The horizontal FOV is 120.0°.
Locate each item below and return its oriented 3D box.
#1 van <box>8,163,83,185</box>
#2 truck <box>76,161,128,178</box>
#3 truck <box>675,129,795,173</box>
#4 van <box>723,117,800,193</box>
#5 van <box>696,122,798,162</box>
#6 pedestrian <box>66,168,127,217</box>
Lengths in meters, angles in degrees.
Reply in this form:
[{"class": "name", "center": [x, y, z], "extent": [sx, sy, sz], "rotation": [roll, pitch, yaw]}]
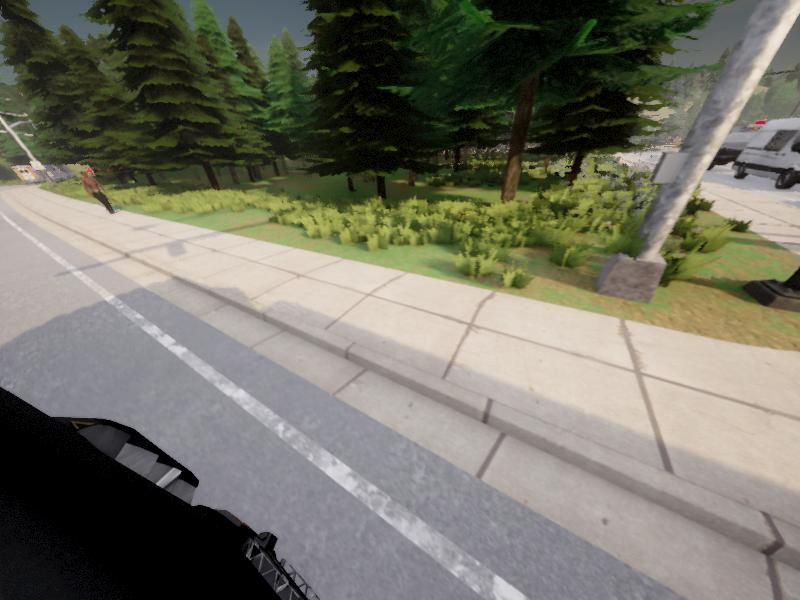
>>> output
[{"class": "van", "center": [-55.516, -19.985, 36.553], "extent": [2.351, 2.431, 6.366], "rotation": [-7, 34, -6]}, {"class": "truck", "center": [-58.586, -25.836, 45.627], "extent": [2.627, 2.467, 5.204], "rotation": [5, 34, 12]}, {"class": "truck", "center": [22.188, -10.297, 15.895], "extent": [2.390, 2.098, 6.274], "rotation": [17, 38, 27]}, {"class": "van", "center": [18.106, -6.610, 10.252], "extent": [1.988, 2.561, 5.915], "rotation": [16, 38, 27]}, {"class": "van", "center": [29.487, -13.683, 20.129], "extent": [2.351, 2.431, 6.366], "rotation": [16, 38, 27]}, {"class": "pedestrian", "center": [-13.457, -4.780, 10.305], "extent": [0.751, 1.860, 0.751], "rotation": [17, 38, 27]}]
